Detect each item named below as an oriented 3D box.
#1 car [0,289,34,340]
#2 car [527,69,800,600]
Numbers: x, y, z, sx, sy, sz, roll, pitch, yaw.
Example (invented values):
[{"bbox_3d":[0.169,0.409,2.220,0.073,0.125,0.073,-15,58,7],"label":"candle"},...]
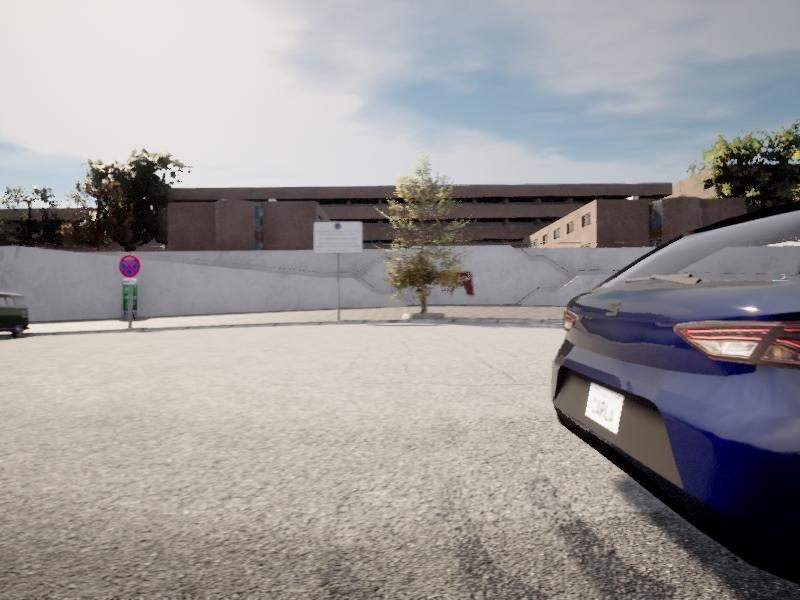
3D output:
[{"bbox_3d":[-16.549,0.605,15.515,1.878,1.987,4.442,-2,-2,-20],"label":"car"},{"bbox_3d":[2.929,0.256,1.705,4.193,1.474,1.816,0,0,0],"label":"car"}]
